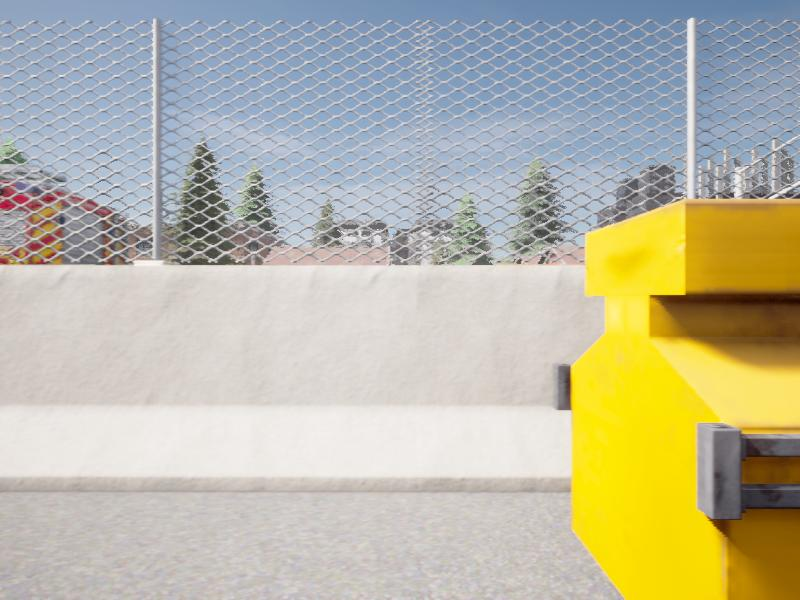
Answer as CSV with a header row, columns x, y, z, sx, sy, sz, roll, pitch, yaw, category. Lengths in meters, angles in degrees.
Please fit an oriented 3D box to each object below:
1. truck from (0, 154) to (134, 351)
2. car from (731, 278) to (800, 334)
x,y,z,sx,sy,sz,roll,pitch,yaw,category
-11.324,-0.926,9.193,8.468,3.827,2.891,0,0,0,truck
13.791,0.182,12.715,4.856,1.649,2.033,0,0,0,car
